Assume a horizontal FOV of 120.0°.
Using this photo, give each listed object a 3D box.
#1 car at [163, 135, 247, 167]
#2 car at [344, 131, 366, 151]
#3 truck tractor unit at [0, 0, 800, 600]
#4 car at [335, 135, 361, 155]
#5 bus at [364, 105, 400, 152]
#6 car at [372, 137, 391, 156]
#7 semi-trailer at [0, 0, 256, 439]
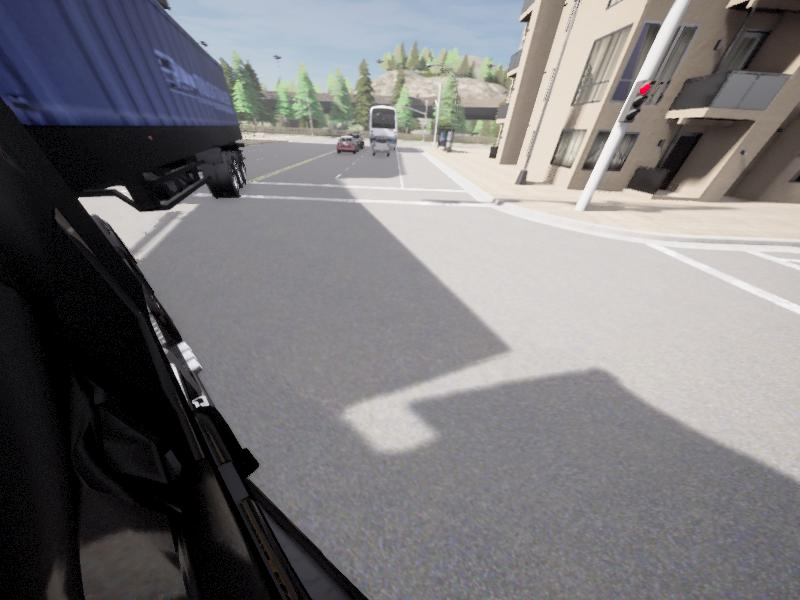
[{"bbox_3d":[-12.165,-9.693,14.875,1.994,1.385,4.181,1,36,-2],"label":"car"},{"bbox_3d":[-5.512,-20.068,29.023,1.932,1.855,4.605,1,36,-2],"label":"car"},{"bbox_3d":[-2.645,-0.295,0.352,6.516,4.208,3.053,28,44,30],"label":"truck tractor unit"},{"bbox_3d":[-5.403,-16.337,24.297,1.970,1.475,3.806,1,36,-2],"label":"car"},{"bbox_3d":[-2.149,-22.753,30.908,3.944,4.253,10.273,1,36,-2],"label":"bus"},{"bbox_3d":[-1.893,-16.249,24.382,1.845,1.501,3.633,1,36,-2],"label":"car"},{"bbox_3d":[-6.380,-4.524,5.664,2.717,4.402,14.254,-12,39,-19],"label":"semi-trailer"}]
